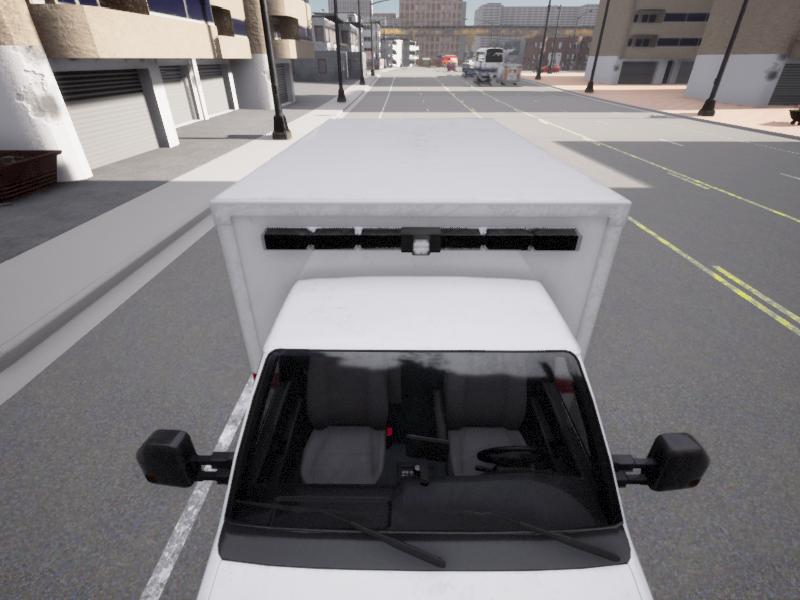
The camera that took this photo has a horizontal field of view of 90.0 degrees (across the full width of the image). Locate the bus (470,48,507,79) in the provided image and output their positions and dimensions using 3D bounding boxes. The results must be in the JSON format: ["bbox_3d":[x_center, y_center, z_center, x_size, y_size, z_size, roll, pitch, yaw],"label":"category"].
[{"bbox_3d":[14.688,-39.975,67.387,3.944,4.253,10.273,0,32,0],"label":"bus"}]

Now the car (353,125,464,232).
[{"bbox_3d":[0.187,-3.330,10.224,2.128,1.511,4.902,0,30,0],"label":"car"}]

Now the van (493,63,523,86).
[{"bbox_3d":[14.669,-30.902,54.714,2.351,2.431,6.366,0,32,0],"label":"van"}]

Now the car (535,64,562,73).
[{"bbox_3d":[31.653,-49.449,85.454,4.611,1.667,2.242,1,31,2],"label":"car"}]

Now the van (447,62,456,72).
[{"bbox_3d":[11.731,-53.339,91.466,1.775,1.987,4.442,1,31,2],"label":"van"}]

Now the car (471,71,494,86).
[{"bbox_3d":[11.160,-30.050,54.300,2.128,1.511,4.902,0,32,0],"label":"car"}]

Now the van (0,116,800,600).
[{"bbox_3d":[0.115,0.013,3.605,2.351,2.431,6.366,0,30,0],"label":"van"}]

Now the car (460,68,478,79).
[{"bbox_3d":[11.282,-37.070,65.432,2.033,1.411,5.357,0,32,0],"label":"car"}]
